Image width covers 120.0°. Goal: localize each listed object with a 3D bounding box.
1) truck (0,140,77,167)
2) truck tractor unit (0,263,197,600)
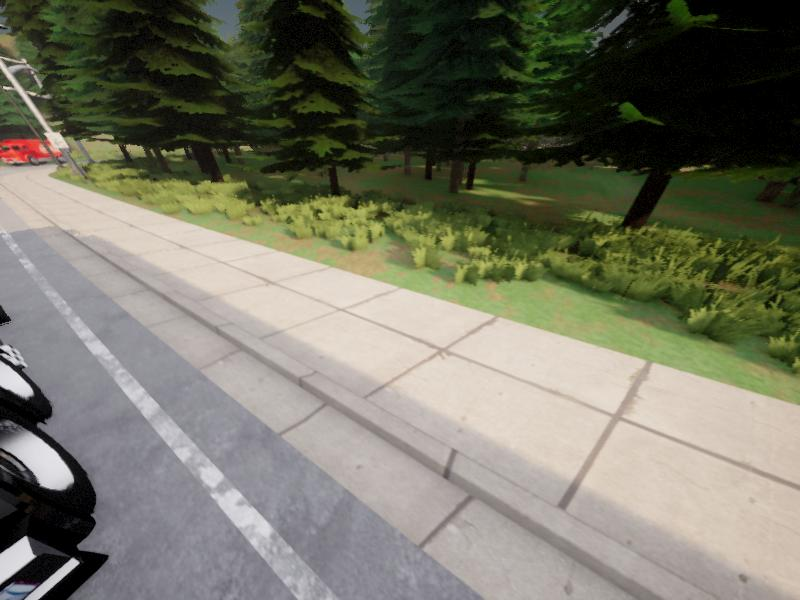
[{"bbox_3d":[-42.462,-17.033,26.708,2.627,2.467,5.204,-4,35,-6],"label":"truck"},{"bbox_3d":[-5.115,-0.297,0.778,6.516,4.208,3.053,18,39,24],"label":"truck tractor unit"}]
